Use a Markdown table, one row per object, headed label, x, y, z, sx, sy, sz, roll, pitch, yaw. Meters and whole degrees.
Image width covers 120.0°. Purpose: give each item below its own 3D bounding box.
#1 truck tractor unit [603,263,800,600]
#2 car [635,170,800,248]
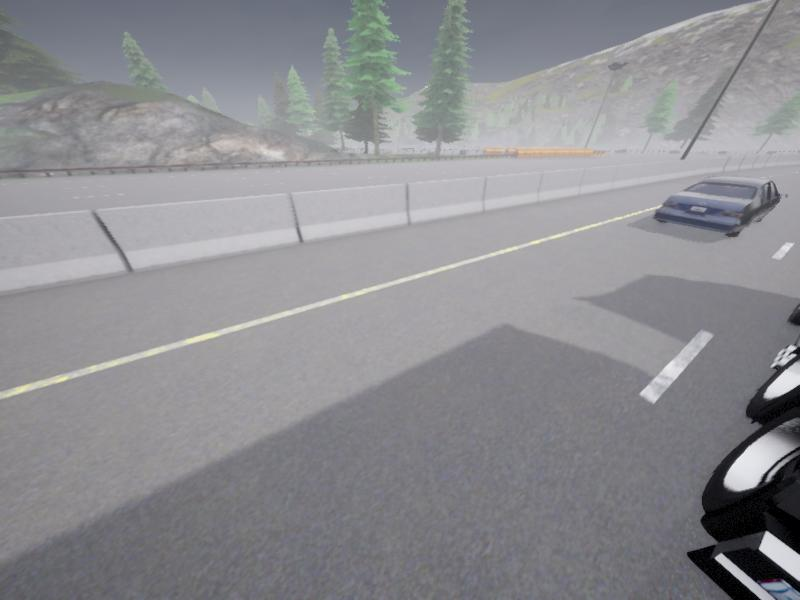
| label | x | y | z | sx | sy | sz | roll | pitch | yaw |
| --- | --- | --- | --- | --- | --- | --- | --- | --- | --- |
| truck tractor unit | 5.111 | -0.300 | 0.791 | 6.516 | 4.208 | 3.053 | -18 | 39 | -24 |
| car | 10.475 | -3.199 | 7.492 | 5.357 | 1.411 | 2.033 | -18 | 39 | -24 |
